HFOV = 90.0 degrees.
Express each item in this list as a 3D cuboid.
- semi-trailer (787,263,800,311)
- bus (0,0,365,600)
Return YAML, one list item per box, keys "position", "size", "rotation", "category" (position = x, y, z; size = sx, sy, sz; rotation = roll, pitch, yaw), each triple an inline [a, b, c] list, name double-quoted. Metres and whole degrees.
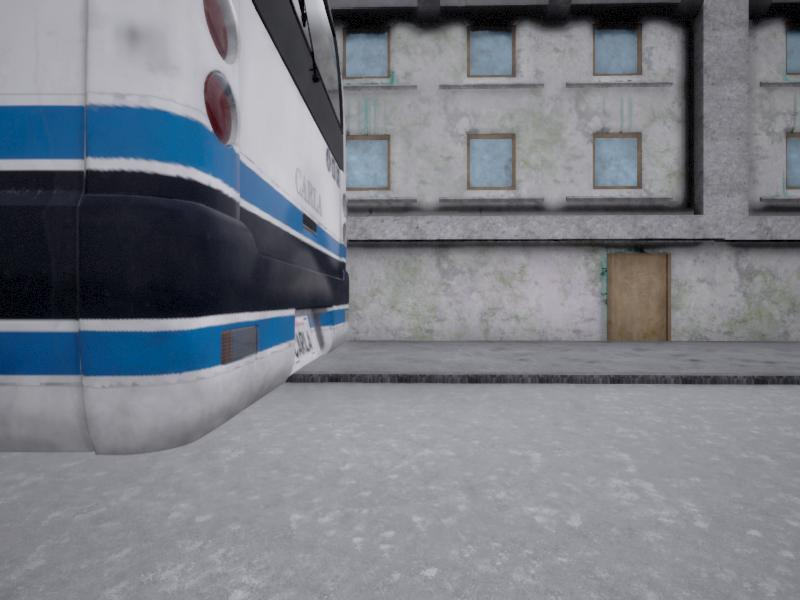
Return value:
- position: [37.865, -1.221, 30.768]
  size: [2.717, 4.402, 14.254]
  rotation: [0, 0, 2]
  category: "semi-trailer"
- position: [-5.575, -1.134, 2.714]
  size: [10.273, 4.253, 3.944]
  rotation: [0, 0, 1]
  category: "bus"
